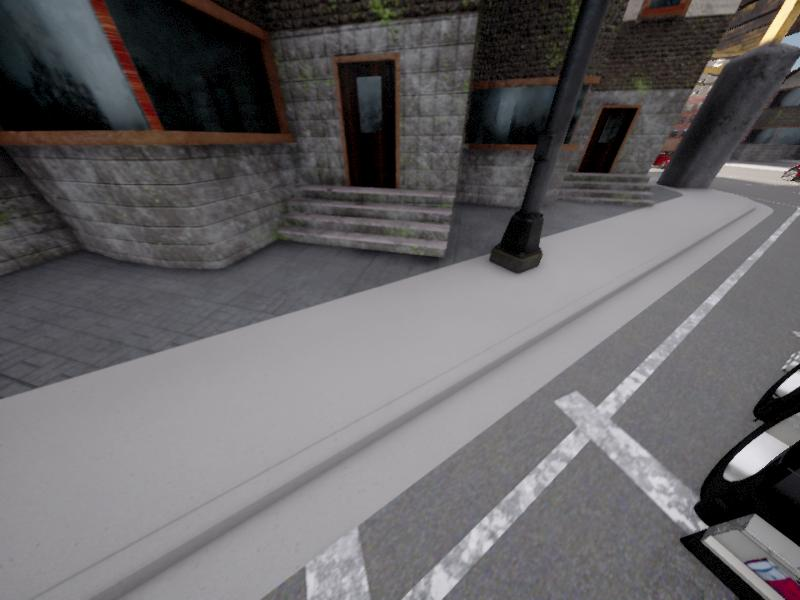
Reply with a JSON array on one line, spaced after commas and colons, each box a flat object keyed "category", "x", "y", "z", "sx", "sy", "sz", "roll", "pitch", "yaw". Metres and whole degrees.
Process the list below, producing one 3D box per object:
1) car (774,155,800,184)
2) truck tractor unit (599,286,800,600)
[{"category": "car", "x": 26.874, "y": -7.948, "z": 14.292, "sx": 1.970, "sy": 1.475, "sz": 3.806, "roll": 13, "pitch": 37, "yaw": 17}, {"category": "truck tractor unit", "x": 5.152, "y": -0.256, "z": 0.736, "sx": 6.516, "sy": 4.208, "sz": 3.053, "roll": -16, "pitch": 38, "yaw": -23}]
